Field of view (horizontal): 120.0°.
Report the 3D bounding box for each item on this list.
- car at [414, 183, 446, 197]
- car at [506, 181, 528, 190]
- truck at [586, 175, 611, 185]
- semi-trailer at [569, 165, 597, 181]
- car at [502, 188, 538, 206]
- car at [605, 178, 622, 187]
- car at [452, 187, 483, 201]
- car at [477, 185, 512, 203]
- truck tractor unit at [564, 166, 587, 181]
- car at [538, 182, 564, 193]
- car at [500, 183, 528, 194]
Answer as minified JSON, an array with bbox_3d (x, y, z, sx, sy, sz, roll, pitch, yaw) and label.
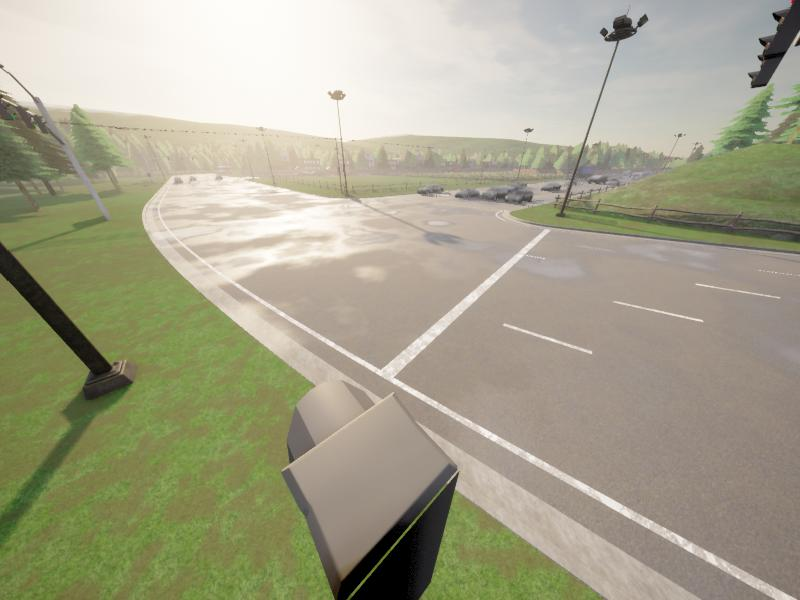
[{"bbox_3d":[4.932,-17.846,37.276,5.238,1.638,1.930,-23,37,-33],"label":"car"},{"bbox_3d":[23.957,-23.401,47.242,4.718,1.301,1.895,-23,37,-34],"label":"car"},{"bbox_3d":[51.163,-31.000,59.601,6.274,2.098,2.390,-17,34,-28],"label":"truck"},{"bbox_3d":[62.089,-43.058,78.162,14.254,4.402,2.717,-23,37,-34],"label":"semi-trailer"},{"bbox_3d":[14.943,-12.859,28.752,4.514,1.525,2.007,-23,37,-34],"label":"car"},{"bbox_3d":[50.420,-27.795,54.541,3.988,1.617,1.851,-23,37,-34],"label":"car"},{"bbox_3d":[9.654,-15.140,32.861,4.181,1.385,1.994,-23,37,-34],"label":"car"},{"bbox_3d":[12.696,-14.316,31.009,4.553,1.767,2.097,-23,37,-34],"label":"car"},{"bbox_3d":[56.032,-40.425,73.794,6.516,4.208,3.053,-23,37,-34],"label":"truck tractor unit"},{"bbox_3d":[27.290,-20.336,41.691,5.008,1.535,1.882,-23,37,-34],"label":"car"},{"bbox_3d":[20.032,-19.511,40.406,5.357,1.411,2.033,-23,37,-34],"label":"car"}]
